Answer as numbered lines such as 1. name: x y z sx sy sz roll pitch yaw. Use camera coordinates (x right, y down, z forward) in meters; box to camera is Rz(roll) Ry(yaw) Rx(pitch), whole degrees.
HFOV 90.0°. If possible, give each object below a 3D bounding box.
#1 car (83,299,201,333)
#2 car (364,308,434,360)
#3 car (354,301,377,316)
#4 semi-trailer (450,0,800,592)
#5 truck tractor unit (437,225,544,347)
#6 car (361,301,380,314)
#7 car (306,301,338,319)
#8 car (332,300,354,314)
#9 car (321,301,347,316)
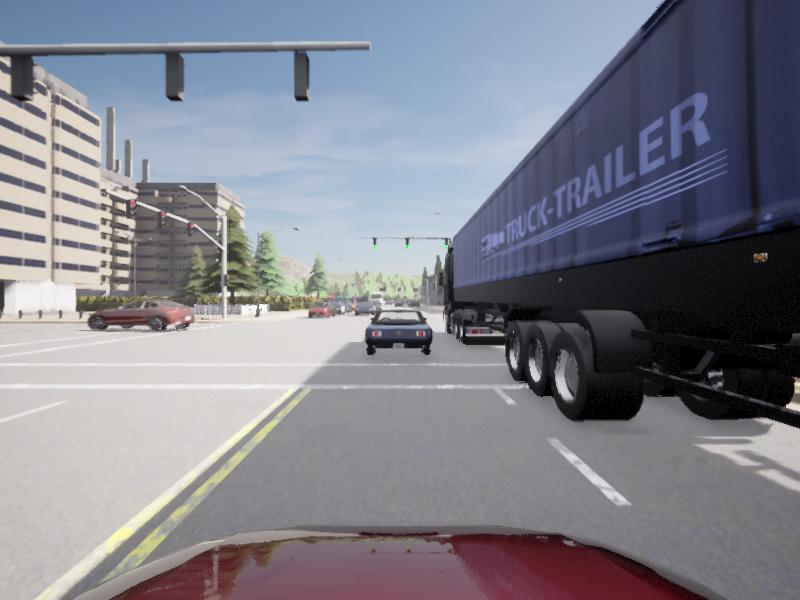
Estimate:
1. car: -13.587 0.807 21.237 5.027 1.651 2.152 0 0 6
2. car: -0.039 0.960 13.114 1.895 1.301 4.718 0 0 0
3. car: -3.625 0.877 42.467 2.038 1.542 4.974 0 0 0
4. semi-trailer: 3.466 -0.618 9.214 2.717 4.402 14.254 -1 0 0
5. truck tractor unit: 3.445 -0.503 17.128 3.053 4.208 6.516 0 0 0
6. car: -3.645 0.887 49.451 2.007 1.525 4.514 0 0 0
7. car: -7.173 0.873 37.286 2.007 1.525 4.514 0 0 2
8. car: -7.147 0.838 50.478 2.033 1.649 4.856 0 0 0
9. car: -7.128 0.878 43.522 2.038 1.542 4.974 0 0 0
